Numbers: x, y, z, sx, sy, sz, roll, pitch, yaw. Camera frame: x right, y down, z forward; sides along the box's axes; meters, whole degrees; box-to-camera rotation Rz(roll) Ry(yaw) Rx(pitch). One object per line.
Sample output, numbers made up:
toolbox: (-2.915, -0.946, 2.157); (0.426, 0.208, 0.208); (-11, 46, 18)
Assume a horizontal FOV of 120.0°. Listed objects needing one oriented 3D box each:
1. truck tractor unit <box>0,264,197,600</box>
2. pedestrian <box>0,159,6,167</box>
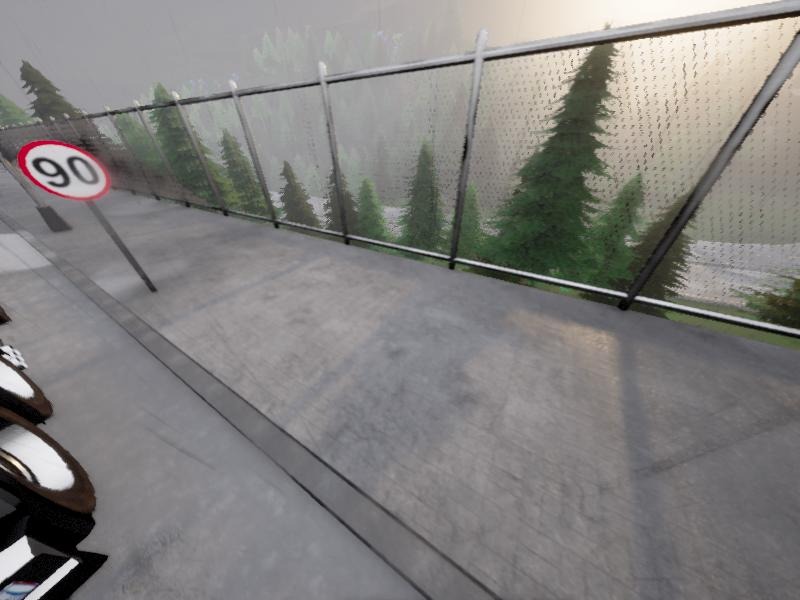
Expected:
truck tractor unit: (-5.120, -0.289, 0.784); (6.516, 4.208, 3.053); (18, 39, 24)
pedestrian: (-44.153, -15.475, 24.918); (0.751, 1.860, 0.751); (16, 38, 23)
